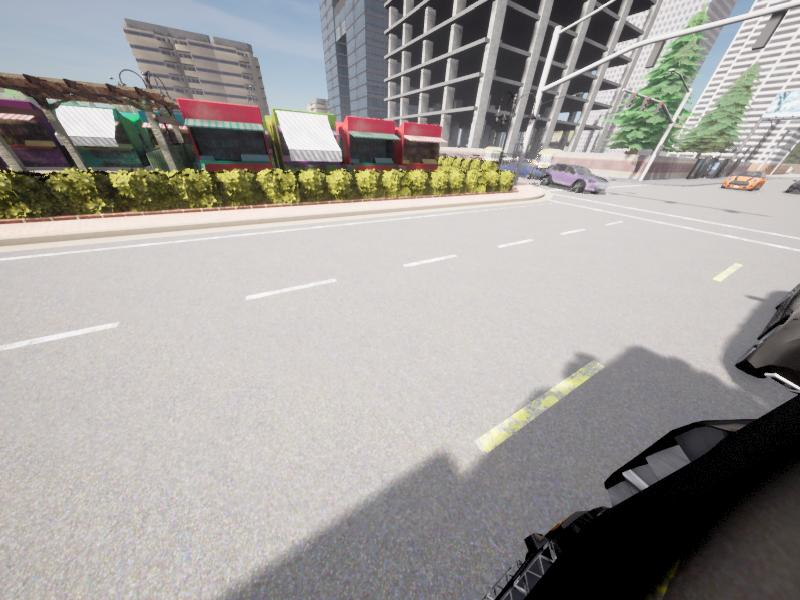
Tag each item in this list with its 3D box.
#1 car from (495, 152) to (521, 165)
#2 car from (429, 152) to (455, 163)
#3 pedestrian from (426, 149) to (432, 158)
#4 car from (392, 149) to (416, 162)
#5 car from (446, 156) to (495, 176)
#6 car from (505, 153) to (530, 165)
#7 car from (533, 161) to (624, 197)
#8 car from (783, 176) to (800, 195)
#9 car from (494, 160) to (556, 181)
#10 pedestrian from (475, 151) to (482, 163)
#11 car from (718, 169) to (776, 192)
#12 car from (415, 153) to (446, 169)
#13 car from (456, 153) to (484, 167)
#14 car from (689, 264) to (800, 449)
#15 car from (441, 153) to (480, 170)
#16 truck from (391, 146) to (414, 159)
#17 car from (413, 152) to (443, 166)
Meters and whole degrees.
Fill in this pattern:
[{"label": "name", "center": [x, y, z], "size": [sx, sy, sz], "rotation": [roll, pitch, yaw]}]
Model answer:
[{"label": "car", "center": [21.126, -27.830, 45.451], "size": [1.905, 1.878, 3.866], "rotation": [-15, 38, -25]}, {"label": "car", "center": [7.670, -26.495, 42.959], "size": [1.882, 1.535, 5.008], "rotation": [-16, 38, -26]}, {"label": "pedestrian", "center": [6.756, -34.128, 53.776], "size": [0.751, 1.860, 0.751], "rotation": [-15, 38, -25]}, {"label": "car", "center": [0.645, -25.802, 41.276], "size": [1.930, 1.638, 5.238], "rotation": [-16, 38, -26]}, {"label": "car", "center": [7.593, -14.812, 25.407], "size": [2.163, 1.488, 4.792], "rotation": [-16, 38, -26]}, {"label": "car", "center": [23.688, -28.535, 46.711], "size": [1.905, 1.878, 3.866], "rotation": [-15, 38, -25]}, {"label": "car", "center": [12.511, -8.872, 16.742], "size": [2.033, 1.649, 4.856], "rotation": [-5, 35, -14]}, {"label": "car", "center": [39.912, -11.161, 22.499], "size": [4.892, 1.490, 1.837], "rotation": [-15, 38, -25]}, {"label": "car", "center": [12.728, -13.527, 23.948], "size": [2.033, 1.411, 5.357], "rotation": [-16, 38, -26]}, {"label": "pedestrian", "center": [14.453, -26.302, 42.584], "size": [0.751, 1.860, 0.751], "rotation": [-3, 34, -8]}, {"label": "car", "center": [35.165, -12.204, 23.430], "size": [4.553, 1.767, 2.097], "rotation": [-15, 38, -25]}, {"label": "car", "center": [3.963, -18.471, 30.643], "size": [1.816, 1.474, 4.193], "rotation": [-16, 38, -26]}, {"label": "car", "center": [11.330, -22.842, 37.677], "size": [1.851, 1.617, 3.988], "rotation": [-16, 38, -26]}, {"label": "car", "center": [6.040, 0.332, 2.550], "size": [4.902, 1.511, 2.128], "rotation": [-15, 38, -25]}, {"label": "car", "center": [7.906, -18.490, 30.801], "size": [2.242, 1.667, 4.611], "rotation": [-16, 38, -26]}, {"label": "truck", "center": [0.516, -33.959, 53.139], "size": [2.390, 2.098, 6.274], "rotation": [-16, 38, -26]}, {"label": "car", "center": [4.295, -22.073, 36.043], "size": [2.038, 1.542, 4.974], "rotation": [-16, 38, -26]}]
